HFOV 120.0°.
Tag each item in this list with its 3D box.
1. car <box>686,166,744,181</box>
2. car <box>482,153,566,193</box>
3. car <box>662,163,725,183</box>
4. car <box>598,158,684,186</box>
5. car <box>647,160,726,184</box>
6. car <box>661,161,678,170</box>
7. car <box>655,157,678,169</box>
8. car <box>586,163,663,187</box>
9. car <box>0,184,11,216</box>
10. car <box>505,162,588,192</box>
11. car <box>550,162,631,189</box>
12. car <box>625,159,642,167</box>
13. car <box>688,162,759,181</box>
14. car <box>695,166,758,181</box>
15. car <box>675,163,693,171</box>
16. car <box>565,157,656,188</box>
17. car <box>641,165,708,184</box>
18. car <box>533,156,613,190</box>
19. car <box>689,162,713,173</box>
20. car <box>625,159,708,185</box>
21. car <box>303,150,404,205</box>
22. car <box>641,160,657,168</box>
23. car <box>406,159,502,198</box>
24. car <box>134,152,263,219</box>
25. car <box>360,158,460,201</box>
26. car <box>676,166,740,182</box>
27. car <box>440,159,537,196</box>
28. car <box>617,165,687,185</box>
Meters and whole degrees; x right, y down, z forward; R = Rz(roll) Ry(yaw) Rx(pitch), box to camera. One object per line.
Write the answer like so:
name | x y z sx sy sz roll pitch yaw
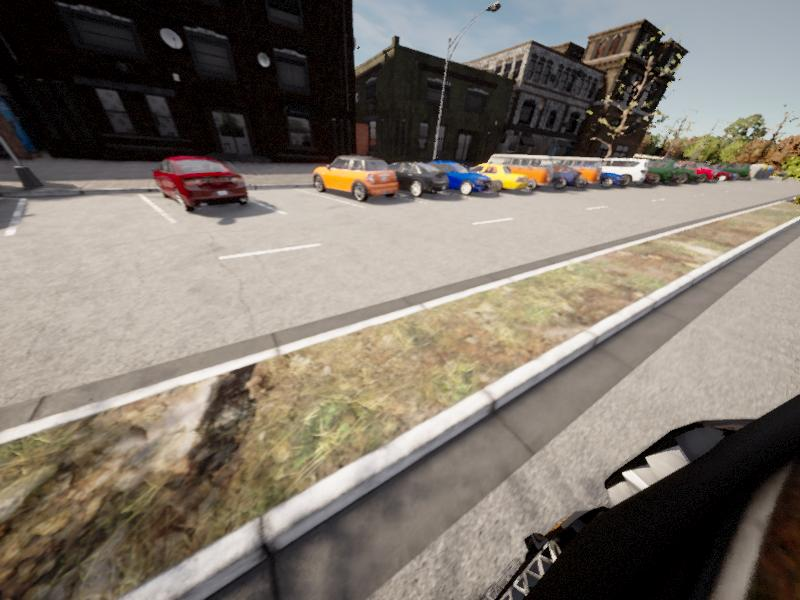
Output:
car | 45.471 -18.389 33.570 4.674 1.452 2.002 28 40 33
car | 8.393 -8.913 16.061 4.442 1.987 1.878 27 40 33
car | 37.499 -16.450 29.762 4.553 1.767 2.185 28 41 33
car | 24.195 -13.134 23.550 5.566 2.045 2.435 28 41 33
car | 34.854 -15.874 28.470 5.566 2.045 2.435 28 40 33
car | 72.411 -36.132 62.182 2.185 1.767 4.553 29 39 33
car | 59.501 -30.534 51.674 2.435 2.045 5.566 29 41 33
car | 21.559 -12.227 22.443 5.008 1.535 2.097 28 40 33
car | -12.778 -2.988 5.964 5.008 1.535 2.097 26 39 31
car | 10.924 -9.449 17.520 4.792 1.488 2.163 27 41 33
car | 16.257 -10.848 19.971 5.008 1.535 2.097 28 40 33
car | 56.790 -33.360 56.139 2.231 1.521 4.892 29 41 33
car | 48.125 -19.333 34.648 5.566 2.045 2.435 28 41 33
car | 50.675 -19.890 36.101 5.366 1.575 1.946 28 41 33
car | 73.811 -34.492 60.071 2.231 1.521 4.892 30 40 32
car | 18.895 -11.755 21.079 5.566 2.045 2.435 28 41 33
car | 32.188 -14.949 27.387 4.792 1.488 2.163 28 40 33
car | 13.703 -10.301 18.547 4.442 1.987 1.878 27 40 33
car | 75.217 -33.171 57.755 2.435 2.045 5.566 29 40 33
car | 29.547 -14.496 25.999 5.566 2.045 2.435 28 40 33
car | -2.274 -6.032 11.107 4.553 1.767 2.185 27 40 32
car | 58.144 -31.817 54.009 2.002 1.452 4.674 29 41 33
car | 2.992 -7.372 13.746 5.008 1.535 2.097 27 40 32
car | -7.552 -4.476 8.596 5.008 1.535 2.097 26 40 31
car | 0.356 -6.650 12.463 4.892 1.521 2.231 27 41 32
car | 42.797 -17.733 32.317 5.008 1.535 2.097 28 40 33
car | 5.501 -8.141 15.091 5.366 1.575 1.946 27 41 33
car | 26.884 -13.570 24.914 4.792 1.488 2.163 28 40 33
